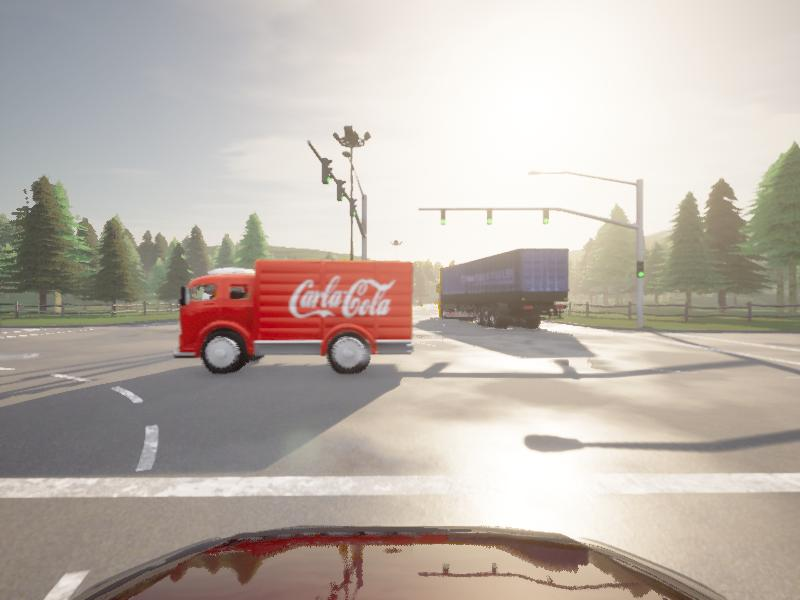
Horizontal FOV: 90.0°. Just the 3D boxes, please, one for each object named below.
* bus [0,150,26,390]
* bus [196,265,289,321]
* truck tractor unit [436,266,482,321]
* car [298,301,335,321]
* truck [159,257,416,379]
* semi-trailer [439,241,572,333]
[{"bbox_3d":[-12.205,-0.532,5.561,10.273,4.253,3.944,0,0,0],"label":"bus"},{"bbox_3d":[-13.522,-0.523,35.762,3.944,4.253,10.273,0,0,2],"label":"bus"},{"bbox_3d":[4.833,-0.513,34.134,3.053,4.208,6.516,0,0,2],"label":"truck tractor unit"},{"bbox_3d":[-6.743,0.854,32.764,1.837,1.490,4.892,0,0,2],"label":"car"},{"bbox_3d":[-2.329,0.359,9.526,5.204,2.467,2.627,0,0,-2],"label":"truck"},{"bbox_3d":[5.802,-0.617,26.308,2.717,4.402,14.254,-1,0,-10],"label":"semi-trailer"}]
